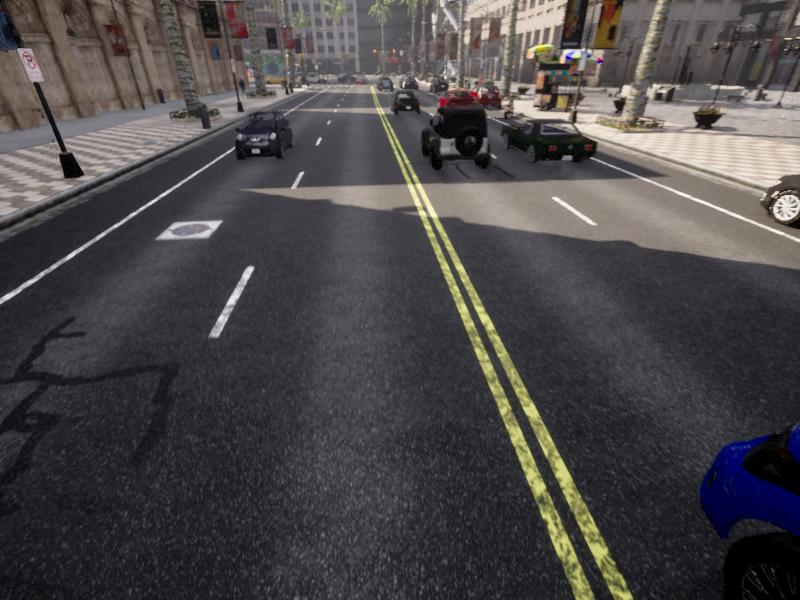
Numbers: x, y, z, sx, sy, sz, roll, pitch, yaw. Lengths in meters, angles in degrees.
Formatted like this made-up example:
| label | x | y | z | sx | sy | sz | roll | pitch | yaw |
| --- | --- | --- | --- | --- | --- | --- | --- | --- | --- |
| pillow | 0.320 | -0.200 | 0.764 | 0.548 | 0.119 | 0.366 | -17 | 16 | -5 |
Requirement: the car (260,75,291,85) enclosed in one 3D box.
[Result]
| label | x | y | z | sx | sy | sz | roll | pitch | yaw |
| --- | --- | --- | --- | --- | --- | --- | --- | --- | --- |
| car | -24.444 | -43.296 | 78.668 | 5.366 | 1.575 | 1.801 | -3 | 30 | -4 |

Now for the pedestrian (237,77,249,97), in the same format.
| label | x | y | z | sx | sy | sz | roll | pitch | yaw |
| --- | --- | --- | --- | --- | --- | --- | --- | --- | --- |
| pedestrian | -17.399 | -23.611 | 44.354 | 0.751 | 1.860 | 0.751 | -3 | 30 | -4 |

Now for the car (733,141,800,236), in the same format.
| label | x | y | z | sx | sy | sz | roll | pitch | yaw |
| --- | --- | --- | --- | --- | --- | --- | --- | --- | --- |
| car | 9.215 | -1.603 | 7.068 | 2.231 | 1.521 | 4.892 | -3 | 30 | -4 |

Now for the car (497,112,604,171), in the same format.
| label | x | y | z | sx | sy | sz | roll | pitch | yaw |
| --- | --- | --- | --- | --- | --- | --- | --- | --- | --- |
| car | 5.330 | -6.054 | 14.957 | 1.895 | 1.301 | 4.718 | -3 | 30 | -4 |

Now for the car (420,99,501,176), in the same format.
| label | x | y | z | sx | sy | sz | roll | pitch | yaw |
| --- | --- | --- | --- | --- | --- | --- | --- | --- | --- |
| car | 1.902 | -5.783 | 13.963 | 1.905 | 1.878 | 3.866 | -3 | 31 | -4 |

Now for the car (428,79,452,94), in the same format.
| label | x | y | z | sx | sy | sz | roll | pitch | yaw |
| --- | --- | --- | --- | --- | --- | --- | --- | --- | --- |
| car | 5.091 | -27.429 | 51.243 | 2.163 | 1.488 | 4.792 | -3 | 30 | -4 |

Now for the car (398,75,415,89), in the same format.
| label | x | y | z | sx | sy | sz | roll | pitch | yaw |
| --- | --- | --- | --- | --- | --- | --- | --- | --- | --- |
| car | 0.968 | -33.673 | 61.646 | 2.097 | 1.767 | 4.553 | -3 | 30 | -3 |

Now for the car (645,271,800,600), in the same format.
| label | x | y | z | sx | sy | sz | roll | pitch | yaw |
| --- | --- | --- | --- | --- | --- | --- | --- | --- | --- |
| car | 3.259 | 2.083 | 0.367 | 2.150 | 2.045 | 5.566 | -3 | 30 | -4 |

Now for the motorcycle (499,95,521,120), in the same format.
| label | x | y | z | sx | sy | sz | roll | pitch | yaw |
| --- | --- | --- | --- | --- | --- | --- | --- | --- | --- |
| motorcycle | 7.171 | -12.542 | 26.070 | 0.764 | 1.277 | 2.356 | 13 | 33 | 22 |

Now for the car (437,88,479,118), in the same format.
| label | x | y | z | sx | sy | sz | roll | pitch | yaw |
| --- | --- | --- | --- | --- | --- | --- | --- | --- | --- |
| car | 3.978 | -14.013 | 28.316 | 1.882 | 1.535 | 5.008 | -3 | 30 | -4 |

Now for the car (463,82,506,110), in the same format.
| label | x | y | z | sx | sy | sz | roll | pitch | yaw |
| --- | --- | --- | --- | --- | --- | --- | --- | --- | --- |
| car | 6.683 | -16.496 | 32.262 | 2.185 | 1.767 | 4.553 | -3 | 30 | -4 |

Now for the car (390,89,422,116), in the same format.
| label | x | y | z | sx | sy | sz | roll | pitch | yaw |
| --- | --- | --- | --- | --- | --- | --- | --- | --- | --- |
| car | 0.371 | -14.497 | 29.291 | 1.812 | 1.442 | 4.674 | -3 | 30 | -4 |

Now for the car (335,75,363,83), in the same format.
| label | x | y | z | sx | sy | sz | roll | pitch | yaw |
| --- | --- | --- | --- | --- | --- | --- | --- | --- | --- |
| car | -10.525 | -45.947 | 83.158 | 5.357 | 1.411 | 2.033 | -24 | 37 | -34 |

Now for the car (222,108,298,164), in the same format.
| label | x | y | z | sx | sy | sz | roll | pitch | yaw |
| --- | --- | --- | --- | --- | --- | --- | --- | --- | --- |
| car | -5.279 | -6.480 | 15.620 | 1.845 | 1.501 | 3.633 | -3 | 30 | -4 |

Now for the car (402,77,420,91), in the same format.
| label | x | y | z | sx | sy | sz | roll | pitch | yaw |
| --- | --- | --- | --- | --- | --- | --- | --- | --- | --- |
| car | 1.445 | -30.401 | 56.317 | 2.038 | 1.542 | 4.974 | -3 | 30 | -4 |

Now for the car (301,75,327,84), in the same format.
| label | x | y | z | sx | sy | sz | roll | pitch | yaw |
| --- | --- | --- | --- | --- | --- | --- | --- | --- | --- |
| car | -17.088 | -43.824 | 79.504 | 4.974 | 1.542 | 2.038 | -5 | 31 | -8 |

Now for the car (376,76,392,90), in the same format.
| label | x | y | z | sx | sy | sz | roll | pitch | yaw |
| --- | --- | --- | --- | --- | --- | --- | --- | --- | --- |
| car | -2.431 | -32.867 | 60.446 | 2.242 | 1.667 | 4.611 | -3 | 30 | -4 |

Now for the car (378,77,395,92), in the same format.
| label | x | y | z | sx | sy | sz | roll | pitch | yaw |
| --- | --- | --- | --- | --- | --- | --- | --- | --- | --- |
| car | -1.913 | -29.405 | 54.575 | 2.033 | 1.649 | 4.856 | -3 | 31 | -4 |
